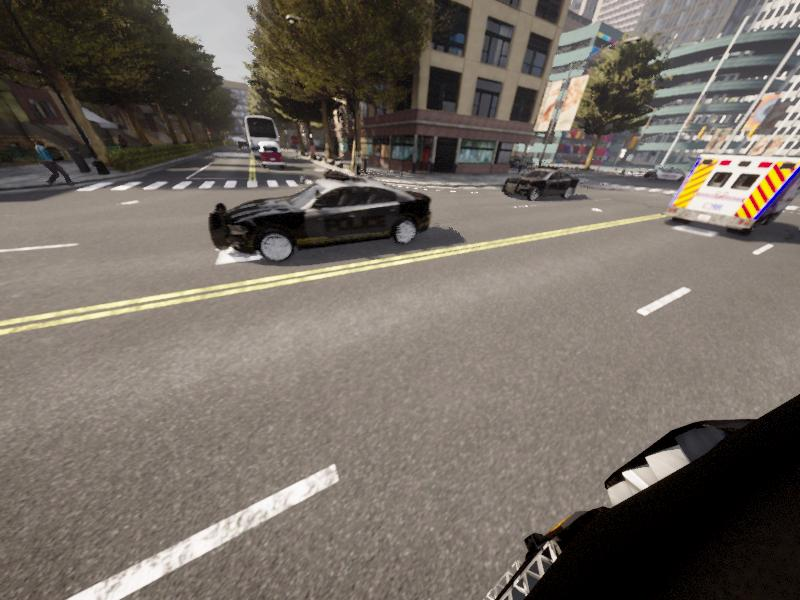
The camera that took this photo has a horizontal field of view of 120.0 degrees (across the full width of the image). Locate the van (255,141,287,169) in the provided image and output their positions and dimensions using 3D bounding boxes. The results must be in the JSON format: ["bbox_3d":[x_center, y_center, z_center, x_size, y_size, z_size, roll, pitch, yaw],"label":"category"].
[{"bbox_3d":[-12.340,-13.885,22.050,2.069,2.038,4.480,-14,37,-24],"label":"van"}]

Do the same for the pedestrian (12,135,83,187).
[{"bbox_3d":[-15.206,-6.004,10.061,0.751,1.860,0.751,-15,38,-25],"label":"pedestrian"}]

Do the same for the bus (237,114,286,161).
[{"bbox_3d":[-17.996,-20.905,30.159,3.944,4.253,10.273,-14,36,-24],"label":"bus"}]

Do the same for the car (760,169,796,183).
[{"bbox_3d":[62.481,-20.524,38.166,4.605,1.855,1.932,-14,37,-24],"label":"car"}]

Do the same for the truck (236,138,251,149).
[{"bbox_3d":[-39.766,-39.797,58.846,2.390,2.098,6.274,-14,37,-24],"label":"truck"}]

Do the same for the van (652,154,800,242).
[{"bbox_3d":[13.834,-4.278,9.312,6.366,2.431,2.351,-14,37,-24],"label":"van"}]

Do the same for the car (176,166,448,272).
[{"bbox_3d":[-1.619,-2.288,5.792,5.238,1.638,1.930,-14,37,-24],"label":"car"}]

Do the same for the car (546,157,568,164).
[{"bbox_3d":[46.015,-41.040,67.879,2.128,1.511,4.902,-14,37,-24],"label":"car"}]

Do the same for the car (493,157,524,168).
[{"bbox_3d":[19.183,-24.440,41.006,1.812,1.442,4.674,-14,37,-24],"label":"car"}]

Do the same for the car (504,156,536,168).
[{"bbox_3d":[22.022,-25.557,42.709,2.242,1.667,4.611,-14,37,-24],"label":"car"}]

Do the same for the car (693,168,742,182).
[{"bbox_3d":[46.622,-18.394,34.009,3.633,1.501,1.845,8,34,8],"label":"car"}]

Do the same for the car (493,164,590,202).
[{"bbox_3d":[8.327,-6.958,13.622,5.238,1.638,1.930,-13,37,-24],"label":"car"}]

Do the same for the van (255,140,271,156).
[{"bbox_3d":[-22.538,-25.003,38.034,1.775,1.987,4.442,-14,37,-24],"label":"van"}]

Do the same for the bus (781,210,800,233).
[{"bbox_3d":[21.394,-4.809,9.063,10.273,4.253,3.944,-14,37,-24],"label":"bus"}]

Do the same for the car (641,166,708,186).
[{"bbox_3d":[32.789,-14.992,27.773,2.038,1.542,4.974,-24,42,-35],"label":"car"}]
